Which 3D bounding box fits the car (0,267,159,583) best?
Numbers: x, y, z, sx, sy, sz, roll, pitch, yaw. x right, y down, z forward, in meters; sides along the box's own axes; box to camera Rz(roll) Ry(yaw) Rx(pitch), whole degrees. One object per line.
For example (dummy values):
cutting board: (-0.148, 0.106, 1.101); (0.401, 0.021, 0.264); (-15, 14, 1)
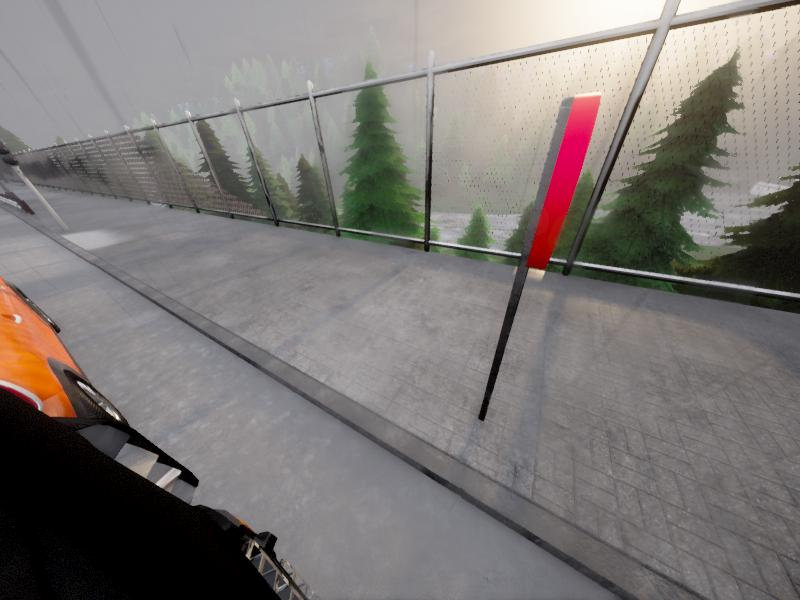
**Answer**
car: (-4.631, 0.596, 1.775); (4.553, 1.767, 2.097); (16, 38, 26)
